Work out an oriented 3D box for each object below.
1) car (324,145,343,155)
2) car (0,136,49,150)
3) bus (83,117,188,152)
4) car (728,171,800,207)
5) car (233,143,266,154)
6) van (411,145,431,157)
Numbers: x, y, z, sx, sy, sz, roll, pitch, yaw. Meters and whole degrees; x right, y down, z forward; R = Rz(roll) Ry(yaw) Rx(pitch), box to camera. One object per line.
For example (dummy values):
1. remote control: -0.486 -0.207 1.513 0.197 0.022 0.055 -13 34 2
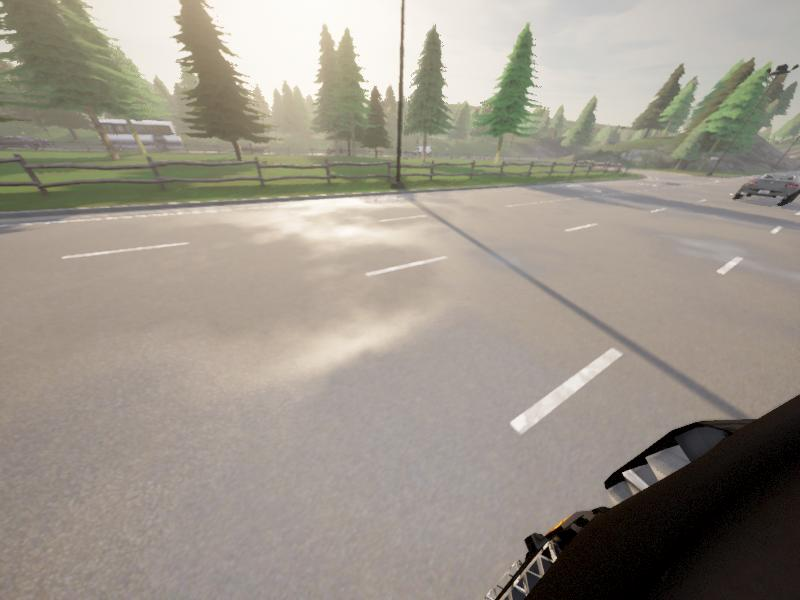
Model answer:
1. car: -16.207 -36.877 56.684 3.866 1.878 1.905 -16 38 -26
2. car: -53.105 -21.575 31.713 4.892 1.490 1.837 -16 38 -25
3. bus: -43.525 -27.645 38.932 10.273 4.253 3.944 -17 38 -25
4. car: 24.329 -7.352 15.047 5.027 1.651 2.152 -16 38 -26
5. car: -29.882 -30.208 46.027 5.027 1.651 2.152 -12 36 -20
6. van: 6.196 -44.166 68.398 5.915 2.561 1.988 5 34 3
